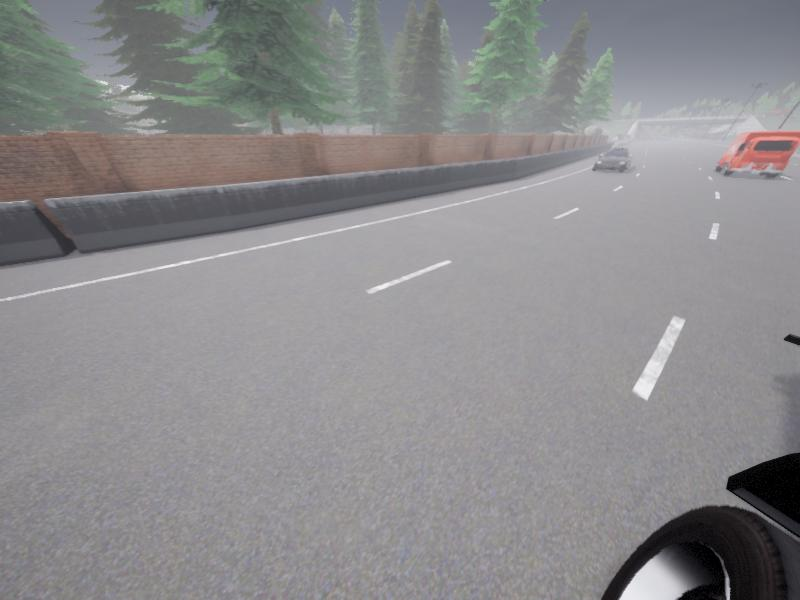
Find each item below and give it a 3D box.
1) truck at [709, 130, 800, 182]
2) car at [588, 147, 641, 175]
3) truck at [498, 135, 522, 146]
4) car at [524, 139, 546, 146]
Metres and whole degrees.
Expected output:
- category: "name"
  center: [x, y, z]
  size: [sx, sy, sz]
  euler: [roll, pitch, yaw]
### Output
- category: "truck"
  center: [23.257, -9.470, 15.032]
  size: [2.627, 2.467, 5.204]
  euler: [28, 44, 35]
- category: "car"
  center: [16.707, -10.894, 17.956]
  size: [2.038, 1.542, 4.974]
  euler: [29, 44, 35]
- category: "truck"
  center: [32.226, -46.750, 67.789]
  size: [5.204, 2.467, 2.627]
  euler: [27, 44, 34]
- category: "car"
  center: [37.453, -43.752, 64.182]
  size: [4.856, 1.649, 2.033]
  euler: [27, 43, 33]
